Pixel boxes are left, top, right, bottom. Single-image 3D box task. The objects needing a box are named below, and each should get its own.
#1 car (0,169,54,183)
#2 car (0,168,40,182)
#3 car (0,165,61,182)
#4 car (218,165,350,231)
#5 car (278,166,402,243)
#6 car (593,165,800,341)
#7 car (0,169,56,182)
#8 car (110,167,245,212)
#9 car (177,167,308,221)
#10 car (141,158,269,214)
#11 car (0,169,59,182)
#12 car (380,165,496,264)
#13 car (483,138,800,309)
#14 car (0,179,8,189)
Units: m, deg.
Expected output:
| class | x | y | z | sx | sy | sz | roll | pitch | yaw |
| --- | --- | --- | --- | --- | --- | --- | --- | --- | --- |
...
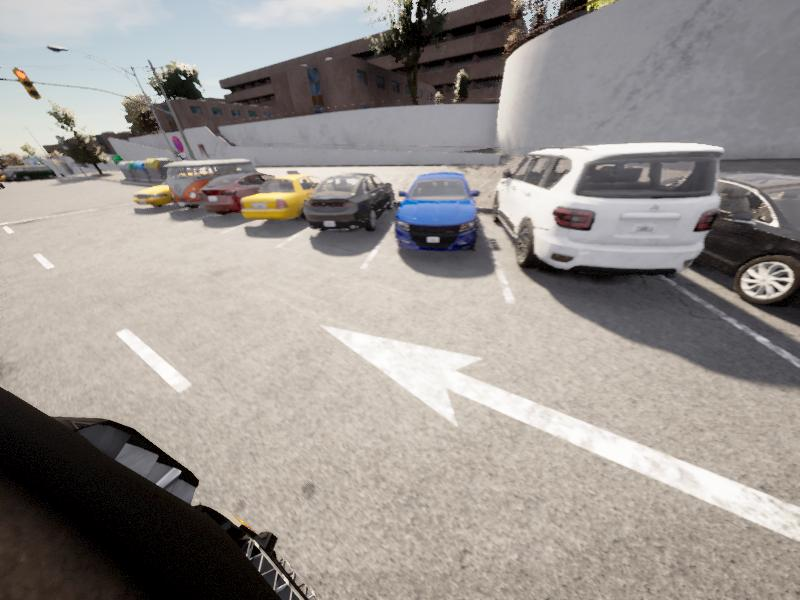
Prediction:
| class | x | y | z | sx | sy | sz | roll | pitch | yaw |
| --- | --- | --- | --- | --- | --- | --- | --- | --- | --- |
| car | -64.809 | -21.407 | 39.797 | 1.946 | 1.575 | 5.366 | 3 | 33 | 10 |
| car | -75.105 | -24.340 | 45.081 | 1.878 | 1.987 | 4.442 | 3 | 33 | 10 |
| car | -57.087 | -19.601 | 35.725 | 1.878 | 1.987 | 4.442 | 3 | 33 | 10 |
| car | -4.029 | -4.414 | 9.444 | 1.946 | 1.575 | 5.366 | 4 | 34 | 10 |
| car | -1.482 | -3.569 | 7.991 | 2.231 | 1.521 | 4.892 | 4 | 34 | 10 |
| car | 6.275 | -1.353 | 4.110 | 2.231 | 1.521 | 4.892 | 4 | 34 | 9 |
| car | -62.200 | -20.795 | 38.639 | 2.002 | 1.452 | 4.674 | 3 | 33 | 10 |
| car | -11.832 | -6.421 | 13.038 | 1.946 | 1.575 | 5.366 | 4 | 34 | 9 |
| car | -6.638 | -5.038 | 10.633 | 2.163 | 1.488 | 4.792 | 4 | 34 | 10 |
| car | -9.248 | -5.908 | 11.672 | 1.878 | 1.987 | 4.442 | 4 | 34 | 9 |
| car | -59.634 | -20.115 | 37.299 | 2.002 | 1.452 | 4.674 | 2 | 33 | 10 |
| car | 1.109 | -2.836 | 6.699 | 2.097 | 1.535 | 5.008 | 4 | 34 | 9 |
| car | 3.676 | -2.320 | 5.287 | 2.435 | 2.045 | 5.566 | 4 | 34 | 10 |
| car | -43.698 | -12.538 | 24.228 | 3.633 | 1.501 | 1.845 | 17 | 39 | 25 |
